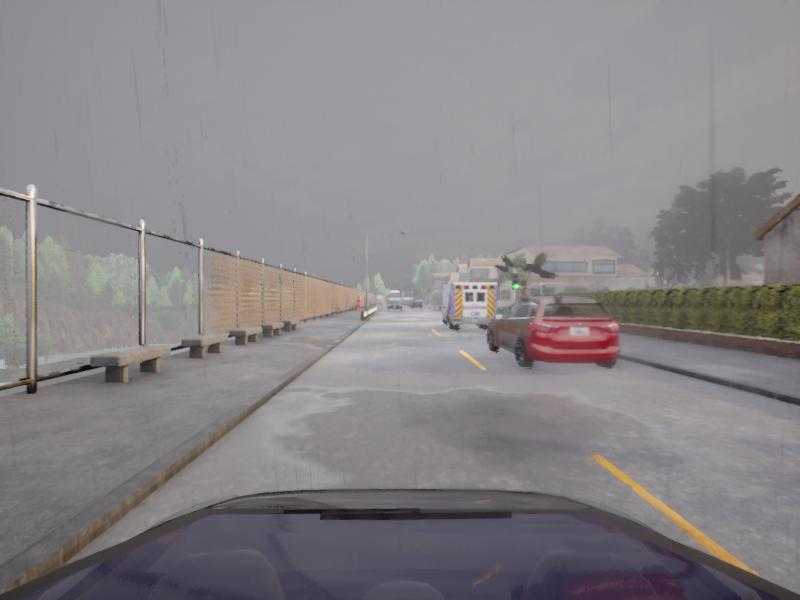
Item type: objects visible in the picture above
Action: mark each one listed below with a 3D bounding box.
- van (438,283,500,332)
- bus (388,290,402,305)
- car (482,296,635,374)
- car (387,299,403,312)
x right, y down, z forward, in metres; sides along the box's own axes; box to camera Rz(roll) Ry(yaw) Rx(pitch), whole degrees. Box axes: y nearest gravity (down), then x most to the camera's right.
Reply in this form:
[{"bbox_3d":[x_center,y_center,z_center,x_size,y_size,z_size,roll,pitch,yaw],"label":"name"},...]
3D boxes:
[{"bbox_3d":[3.700,0.354,22.884,2.351,2.431,6.366,0,0,-1],"label":"van"},{"bbox_3d":[-1.445,-0.657,119.126,3.944,4.253,10.273,0,0,-1],"label":"bus"},{"bbox_3d":[3.852,0.743,10.811,2.242,1.667,4.611,0,0,-1],"label":"car"},{"bbox_3d":[-0.747,0.724,56.443,2.152,1.651,5.027,0,0,-1],"label":"car"}]
